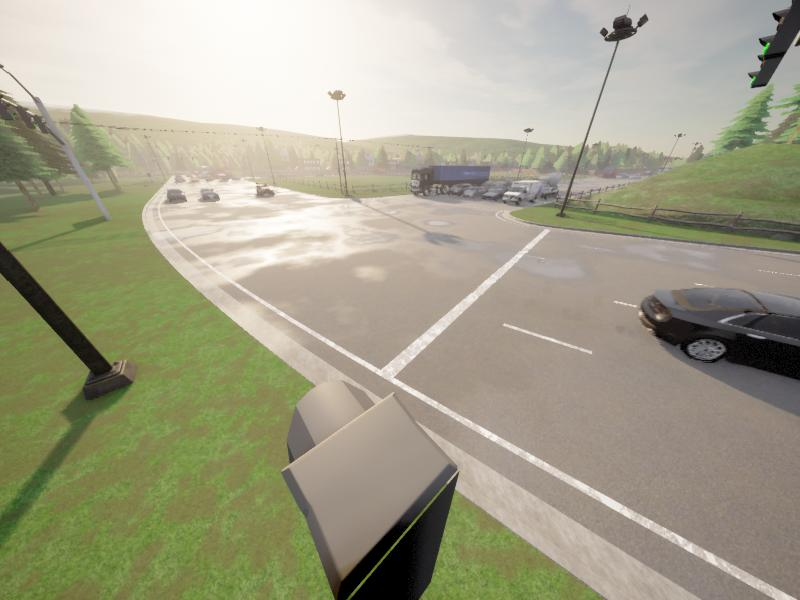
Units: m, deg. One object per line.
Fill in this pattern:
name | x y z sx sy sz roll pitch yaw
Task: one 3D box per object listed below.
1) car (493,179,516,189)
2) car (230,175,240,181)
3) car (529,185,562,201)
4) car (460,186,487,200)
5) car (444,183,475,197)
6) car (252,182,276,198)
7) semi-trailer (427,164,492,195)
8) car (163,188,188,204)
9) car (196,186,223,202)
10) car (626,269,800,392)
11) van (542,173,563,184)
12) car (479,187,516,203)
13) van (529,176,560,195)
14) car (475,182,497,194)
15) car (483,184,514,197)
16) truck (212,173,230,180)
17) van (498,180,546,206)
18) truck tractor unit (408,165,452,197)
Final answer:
car | 22.710 -25.303 50.209 5.027 1.651 2.152 -23 37 -34
car | -55.362 -41.075 77.614 2.242 1.667 4.611 -17 34 -27
car | 20.931 -15.424 33.080 5.238 1.638 1.930 -23 37 -34
car | 10.748 -15.670 33.619 3.633 1.501 1.845 -23 37 -34
car | 9.527 -17.502 36.651 4.611 1.667 2.242 -23 37 -34
car | -21.083 -17.126 35.781 1.905 1.878 3.866 -23 37 -34
semi-trailer | 10.769 -21.526 40.860 14.254 4.402 2.717 -23 37 -34
car | -29.587 -13.853 30.510 1.837 1.490 4.892 -23 37 -34
car | -26.255 -14.605 31.794 2.128 1.511 4.902 -23 37 -34
car | 8.657 0.820 5.094 4.892 1.490 1.837 18 36 29
van | 42.816 -34.097 64.638 6.366 2.431 2.351 -23 37 -34
car | 13.353 -14.422 31.591 5.357 1.411 2.033 -23 37 -34
van | 24.857 -19.763 39.699 5.915 2.561 1.988 -23 37 -34
car | 15.254 -19.848 40.855 3.633 1.501 1.845 -23 37 -34
car | 16.035 -17.830 37.495 5.357 1.411 2.033 -23 37 -34
truck | -64.980 -45.033 83.901 2.390 2.098 6.274 -4 30 -7
van | 15.299 -13.400 28.788 6.366 2.431 2.351 -23 37 -34
truck tractor unit | 4.735 -18.878 36.483 6.516 4.208 3.053 -22 37 -34
